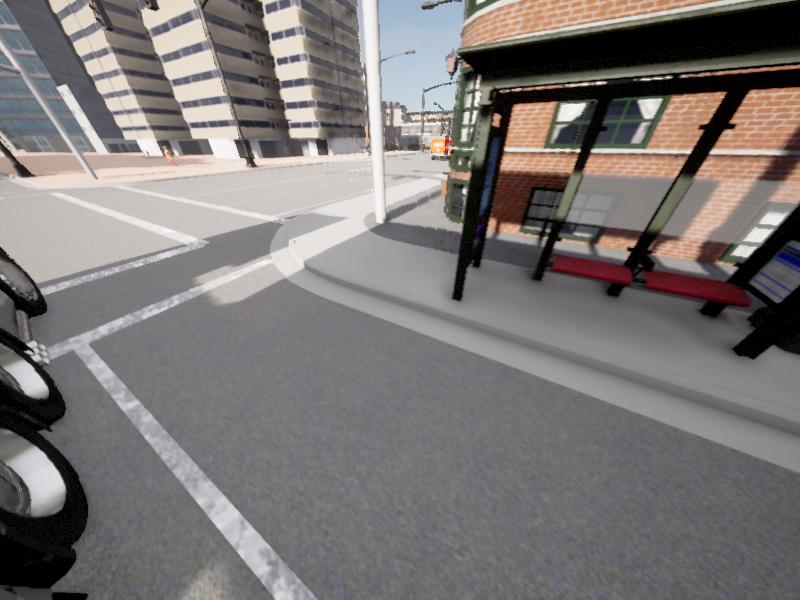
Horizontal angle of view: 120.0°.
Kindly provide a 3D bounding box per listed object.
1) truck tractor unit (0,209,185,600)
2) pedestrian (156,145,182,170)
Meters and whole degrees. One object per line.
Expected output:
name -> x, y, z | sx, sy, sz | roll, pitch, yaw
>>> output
truck tractor unit -> -5.013, -0.387, 0.909 | 6.516, 4.208, 3.053 | 22, 41, 28
pedestrian -> -20.729, -12.811, 20.786 | 0.751, 1.860, 0.751 | 13, 37, 19
